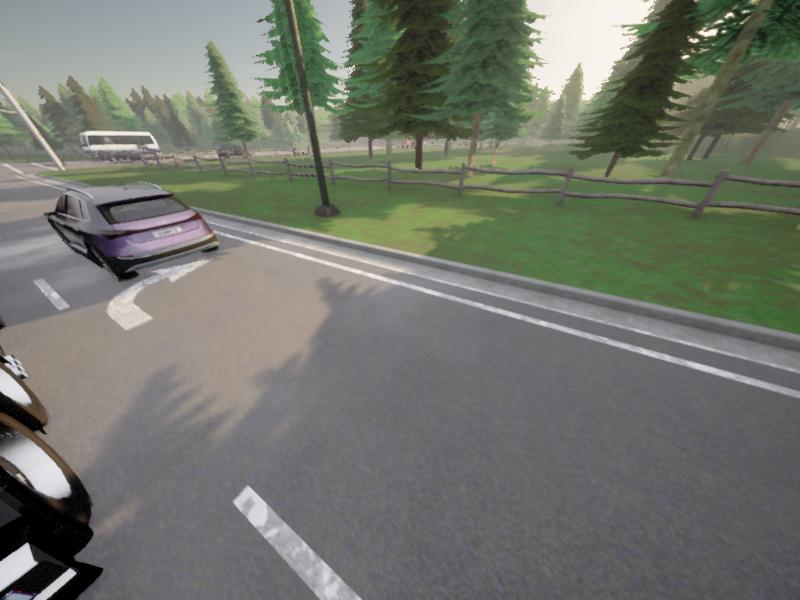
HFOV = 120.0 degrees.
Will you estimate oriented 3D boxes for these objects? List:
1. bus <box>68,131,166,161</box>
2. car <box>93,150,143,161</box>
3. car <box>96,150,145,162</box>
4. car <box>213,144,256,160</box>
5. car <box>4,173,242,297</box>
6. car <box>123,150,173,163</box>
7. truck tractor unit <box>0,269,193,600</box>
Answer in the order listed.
[{"bbox_3d":[-52.205,-28.953,43.334,3.944,4.253,10.273,17,38,24],"label":"bus"},{"bbox_3d":[-50.232,-25.837,41.295,2.033,1.411,5.357,17,38,24],"label":"car"},{"bbox_3d":[-47.495,-24.605,39.367,1.837,1.490,4.892,17,38,24],"label":"car"},{"bbox_3d":[-29.124,-26.293,40.957,2.150,2.045,5.566,17,39,24],"label":"car"},{"bbox_3d":[-6.556,-1.901,5.545,4.856,1.649,2.033,17,39,24],"label":"car"},{"bbox_3d":[-40.018,-22.950,36.820,1.837,1.490,4.892,17,38,24],"label":"car"},{"bbox_3d":[-5.108,-0.295,0.852,6.516,4.208,3.053,17,35,25],"label":"truck tractor unit"}]
